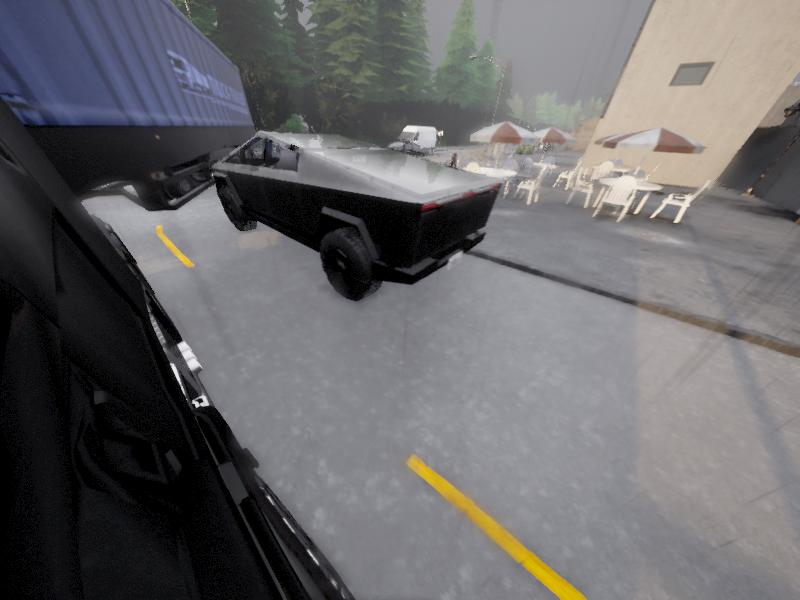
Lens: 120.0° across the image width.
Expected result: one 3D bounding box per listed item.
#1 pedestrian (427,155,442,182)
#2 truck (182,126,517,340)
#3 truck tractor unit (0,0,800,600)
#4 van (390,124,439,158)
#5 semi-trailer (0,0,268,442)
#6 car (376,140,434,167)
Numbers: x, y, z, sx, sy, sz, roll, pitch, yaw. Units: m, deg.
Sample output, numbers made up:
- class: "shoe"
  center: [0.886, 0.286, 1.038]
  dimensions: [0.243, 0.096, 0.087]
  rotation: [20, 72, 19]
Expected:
- class: "pedestrian"
  center: [1.715, -6.558, 11.548]
  dimensions: [0.500, 1.100, 0.500]
  rotation: [14, 38, 15]
- class: "truck"
  center: [-1.537, -2.113, 4.729]
  dimensions: [6.274, 2.098, 2.390]
  rotation: [28, 43, 30]
- class: "truck tractor unit"
  center: [-2.645, -0.295, 0.351]
  dimensions: [6.516, 4.208, 3.053]
  rotation: [28, 44, 30]
- class: "van"
  center: [1.641, -16.827, 24.460]
  dimensions: [1.988, 2.561, 5.915]
  rotation: [26, 42, 28]
- class: "semi-trailer"
  center: [-6.121, -4.581, 5.746]
  dimensions: [2.717, 4.402, 14.254]
  rotation: [-11, 39, -17]
- class: "car"
  center: [0.506, -11.710, 18.294]
  dimensions: [1.882, 1.535, 5.008]
  rotation: [26, 42, 28]
